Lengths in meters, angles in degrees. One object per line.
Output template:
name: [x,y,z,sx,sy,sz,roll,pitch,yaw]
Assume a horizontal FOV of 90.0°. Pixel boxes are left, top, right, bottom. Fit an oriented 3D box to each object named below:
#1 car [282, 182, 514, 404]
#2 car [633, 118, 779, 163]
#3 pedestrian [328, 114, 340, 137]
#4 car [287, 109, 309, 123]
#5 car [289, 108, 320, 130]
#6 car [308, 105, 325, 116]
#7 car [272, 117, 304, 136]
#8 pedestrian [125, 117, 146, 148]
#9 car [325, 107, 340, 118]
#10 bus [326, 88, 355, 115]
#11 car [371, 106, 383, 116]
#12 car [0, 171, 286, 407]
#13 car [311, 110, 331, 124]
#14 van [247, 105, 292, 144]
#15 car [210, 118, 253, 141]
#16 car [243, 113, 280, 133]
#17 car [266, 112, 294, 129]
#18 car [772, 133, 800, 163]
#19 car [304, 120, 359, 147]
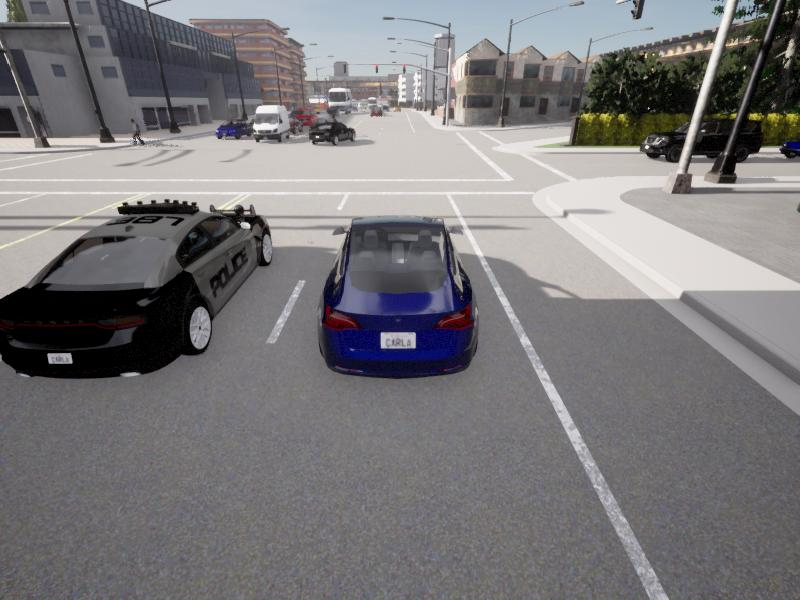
car: [-0.031,-0.602,6.212,2.163,1.488,4.792,0,27,0]
car: [15.945,-8.466,21.181,5.566,2.045,2.150,0,26,0]
pedestrian: [-5.798,-15.310,35.108,0.751,1.860,0.751,-7,27,-14]
car: [-14.365,-25.975,56.445,1.837,1.490,4.892,0,27,0]
car: [-10.791,-20.712,45.681,2.150,2.045,5.566,0,27,0]
car: [-14.453,-33.022,69.710,1.882,1.535,5.008,0,28,0]
car: [-10.726,-16.855,38.687,1.812,1.442,4.674,0,27,0]
pedestrian: [-18.151,-11.499,27.460,0.751,1.860,0.751,-14,29,-25]
car: [-10.919,-30.449,64.895,1.816,1.474,4.193,0,28,0]
bus: [-10.867,-36.929,74.339,3.944,4.253,10.273,0,27,0]
car: [-3.950,-32.642,69.165,1.994,1.385,4.181,0,28,0]
car: [-3.524,-0.752,6.336,1.930,1.638,5.238,0,27,0]
car: [-10.855,-25.342,55.294,1.812,1.442,4.674,0,28,0]
van: [-10.329,-14.206,32.194,1.988,2.561,5.915,-2,27,-4]
car: [-14.226,-14.583,34.132,1.816,1.474,4.193,0,27,0]
car: [-14.267,-18.424,41.600,1.930,1.638,5.238,0,26,0]
car: [-14.309,-21.656,48.091,1.882,1.535,5.008,0,28,0]
car: [23.278,-8.123,21.334,4.718,1.301,1.895,0,26,0]
car: [-5.028,-12.669,30.227,1.882,1.535,5.008,9,28,17]
